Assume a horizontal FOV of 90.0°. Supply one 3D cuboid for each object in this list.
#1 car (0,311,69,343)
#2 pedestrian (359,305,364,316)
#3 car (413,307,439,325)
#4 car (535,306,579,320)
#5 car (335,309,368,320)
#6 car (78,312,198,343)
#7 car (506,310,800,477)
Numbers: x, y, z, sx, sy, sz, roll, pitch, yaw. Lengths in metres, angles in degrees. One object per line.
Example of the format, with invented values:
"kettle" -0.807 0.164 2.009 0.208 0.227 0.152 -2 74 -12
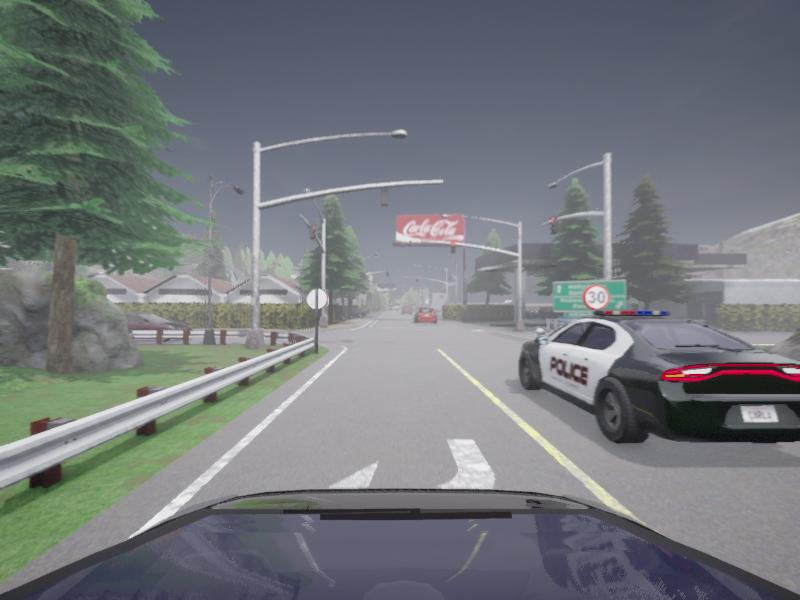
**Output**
"car" -20.500 1.357 20.762 5.008 1.535 1.882 0 -1 -1
"pedestrian" -6.421 1.770 66.439 0.751 1.860 0.751 0 -1 -13
"car" 2.658 1.657 42.184 2.242 1.667 4.611 2 -1 -1
"car" 23.066 1.954 58.824 5.566 2.045 2.150 0 -1 -2
"car" -7.620 2.182 62.289 4.892 1.490 1.837 -2 -1 -13
"car" -13.506 1.404 20.856 4.792 1.488 2.163 0 -1 -1
"car" 3.400 0.942 6.279 2.038 1.542 4.974 0 -1 -1
